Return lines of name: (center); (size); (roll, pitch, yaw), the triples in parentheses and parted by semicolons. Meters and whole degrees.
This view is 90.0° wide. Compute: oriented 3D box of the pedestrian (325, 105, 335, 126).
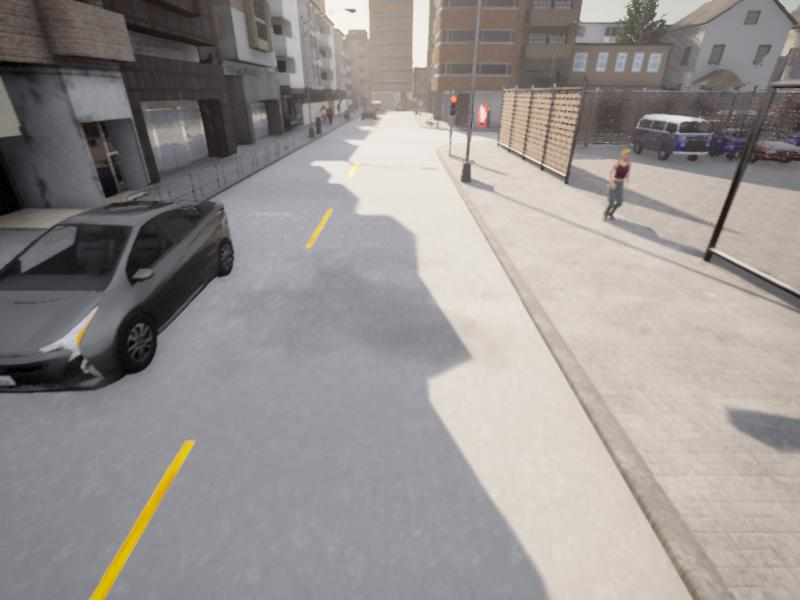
pedestrian: (-6.893, -18.256, 39.513); (0.751, 1.860, 0.751); (2, 27, 3)

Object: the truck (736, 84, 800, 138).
truck: (33.841, -15.613, 33.047); (8.468, 3.827, 2.891); (0, 27, 0)

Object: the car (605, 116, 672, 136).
car: (19.961, -14.601, 33.591); (4.181, 1.385, 1.994); (0, 27, 0)

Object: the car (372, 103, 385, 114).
car: (-3.883, -35.069, 73.182); (2.242, 1.667, 4.611); (0, 27, 0)

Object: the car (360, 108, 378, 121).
car: (-3.926, -23.939, 51.435); (1.895, 1.301, 4.718); (0, 27, 0)

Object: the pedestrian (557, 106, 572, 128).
pedestrian: (15.589, -17.335, 37.991); (0.751, 1.860, 0.751); (-3, 27, -6)

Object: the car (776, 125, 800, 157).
car: (22.574, -8.278, 21.065); (1.845, 1.501, 3.633); (0, 27, 0)

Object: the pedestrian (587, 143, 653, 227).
pedestrian: (5.318, -2.804, 9.776); (0.751, 1.860, 0.751); (0, 27, 0)

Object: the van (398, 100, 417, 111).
van: (1.698, -41.542, 85.279); (1.775, 1.987, 4.442); (19, 33, 32)

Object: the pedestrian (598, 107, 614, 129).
pedestrian: (19.372, -17.117, 37.636); (0.751, 1.860, 0.751); (6, 28, 11)

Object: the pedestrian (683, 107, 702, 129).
pedestrian: (28.085, -17.466, 38.420); (0.751, 1.860, 0.751); (3, 27, 5)

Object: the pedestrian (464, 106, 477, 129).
pedestrian: (6.534, -16.976, 37.185); (0.751, 1.860, 0.751); (-20, 34, -34)

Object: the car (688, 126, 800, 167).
car: (17.893, -8.062, 20.721); (2.033, 1.415, 5.357); (0, 27, 0)

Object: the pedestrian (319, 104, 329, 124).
pedestrian: (-7.953, -19.573, 42.046); (0.751, 1.860, 0.751); (-1, 27, -2)

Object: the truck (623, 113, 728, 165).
truck: (13.935, -8.437, 20.720); (2.069, 2.038, 4.478); (0, 27, 0)

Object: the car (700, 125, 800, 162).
car: (18.121, -8.051, 20.547); (3.705, 1.547, 1.789); (0, 27, 0)

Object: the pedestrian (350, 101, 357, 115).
pedestrian: (-6.912, -28.733, 59.778); (0.751, 1.860, 0.751); (3, 28, 6)

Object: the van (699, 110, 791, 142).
van: (25.611, -13.027, 29.886); (4.480, 2.038, 2.069); (0, 27, 0)

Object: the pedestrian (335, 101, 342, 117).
pedestrian: (-8.383, -26.124, 54.713); (0.751, 1.860, 0.751); (3, 27, 4)

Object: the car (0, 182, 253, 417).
car: (-4.012, -0.496, 5.838); (2.007, 1.525, 4.514); (0, 27, 0)

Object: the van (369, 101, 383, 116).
van: (-3.897, -31.636, 65.998); (2.069, 2.038, 4.480); (0, 27, 0)
